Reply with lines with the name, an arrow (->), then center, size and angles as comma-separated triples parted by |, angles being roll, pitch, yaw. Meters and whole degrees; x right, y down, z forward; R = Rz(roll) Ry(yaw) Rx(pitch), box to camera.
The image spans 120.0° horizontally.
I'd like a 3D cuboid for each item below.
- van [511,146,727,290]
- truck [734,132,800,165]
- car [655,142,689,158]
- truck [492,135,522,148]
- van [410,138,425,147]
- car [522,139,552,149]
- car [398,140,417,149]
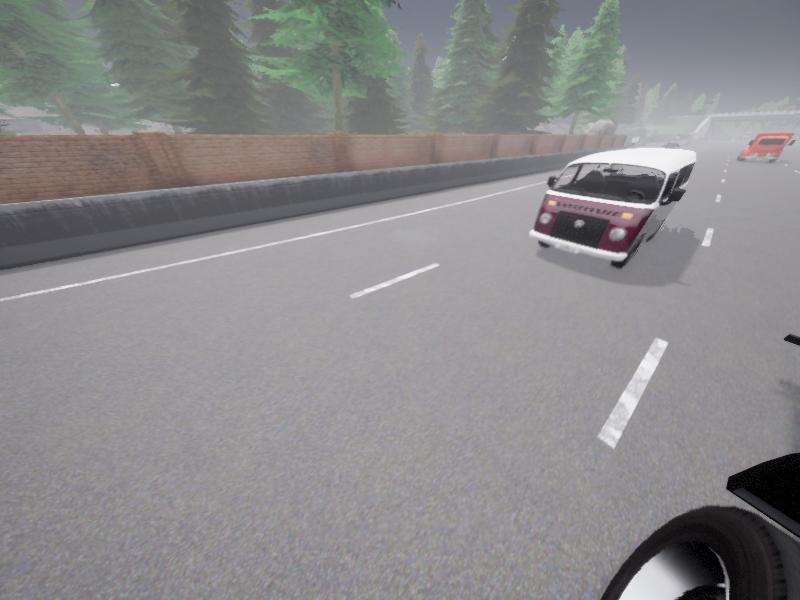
van -> 5.039, -2.284, 5.364 | 4.480, 2.038, 2.069 | -25, 42, -31
truck -> 36.085, -15.051, 22.847 | 5.204, 2.467, 2.627 | -26, 42, -32
car -> 35.529, -19.749, 30.366 | 2.038, 1.542, 4.974 | 24, 42, 31
truck -> 24.661, -36.682, 53.516 | 2.627, 2.467, 5.204 | -25, 42, -31
van -> 5.087, -46.738, 68.526 | 1.775, 1.987, 4.442 | -26, 42, -31
car -> 29.143, -33.269, 49.324 | 2.033, 1.649, 4.856 | -26, 42, -31
car -> 2.002, -39.026, 57.933 | 4.605, 1.855, 1.932 | -26, 42, -31
